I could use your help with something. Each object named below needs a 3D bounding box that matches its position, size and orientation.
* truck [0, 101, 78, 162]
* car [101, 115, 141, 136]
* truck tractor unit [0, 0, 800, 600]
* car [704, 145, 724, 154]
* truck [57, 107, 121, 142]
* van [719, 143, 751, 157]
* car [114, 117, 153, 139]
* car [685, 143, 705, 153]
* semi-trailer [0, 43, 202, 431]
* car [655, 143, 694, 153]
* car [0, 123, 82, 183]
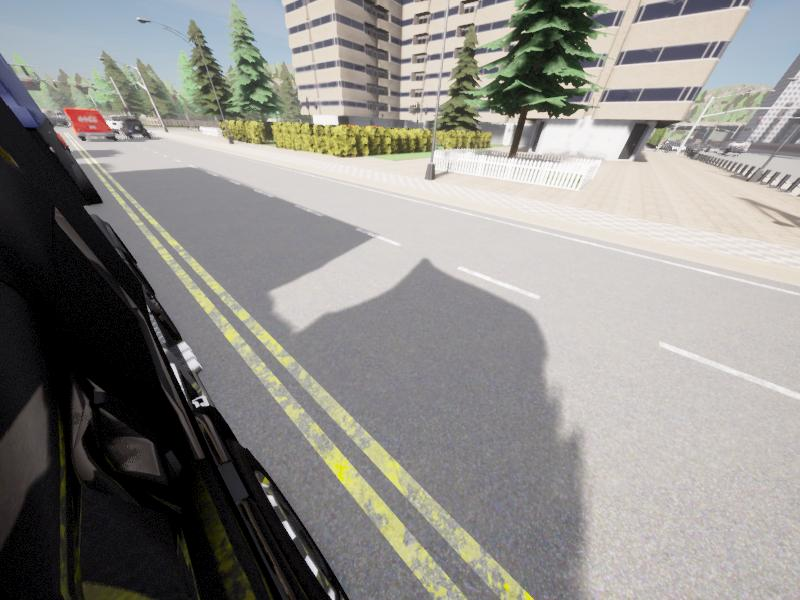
[{"bbox_3d":[-21.383,-9.591,13.069,5.204,2.467,2.627,28,44,30],"label":"truck"},{"bbox_3d":[-37.396,-23.461,30.963,5.566,2.045,2.150,28,44,30],"label":"car"},{"bbox_3d":[-2.645,-0.295,0.351,6.516,4.208,3.053,28,44,30],"label":"truck tractor unit"},{"bbox_3d":[76.888,-37.017,56.643,1.851,1.617,3.988,28,44,30],"label":"car"},{"bbox_3d":[-30.868,-17.399,22.925,5.204,2.467,2.627,29,44,30],"label":"truck"},{"bbox_3d":[65.353,-29.296,45.180,2.069,2.038,4.480,28,44,30],"label":"van"},{"bbox_3d":[-30.869,-19.911,26.754,3.866,1.878,1.905,28,44,30],"label":"car"},{"bbox_3d":[73.090,-37.720,57.249,2.033,1.649,4.856,28,44,30],"label":"car"},{"bbox_3d":[-8.695,-3.607,4.230,14.254,4.402,2.717,28,44,30],"label":"semi-trailer"},{"bbox_3d":[59.825,-33.250,50.400,4.974,1.542,2.038,15,38,15],"label":"car"},{"bbox_3d":[-15.850,-6.288,9.670,4.611,1.667,2.242,28,43,30],"label":"car"}]
